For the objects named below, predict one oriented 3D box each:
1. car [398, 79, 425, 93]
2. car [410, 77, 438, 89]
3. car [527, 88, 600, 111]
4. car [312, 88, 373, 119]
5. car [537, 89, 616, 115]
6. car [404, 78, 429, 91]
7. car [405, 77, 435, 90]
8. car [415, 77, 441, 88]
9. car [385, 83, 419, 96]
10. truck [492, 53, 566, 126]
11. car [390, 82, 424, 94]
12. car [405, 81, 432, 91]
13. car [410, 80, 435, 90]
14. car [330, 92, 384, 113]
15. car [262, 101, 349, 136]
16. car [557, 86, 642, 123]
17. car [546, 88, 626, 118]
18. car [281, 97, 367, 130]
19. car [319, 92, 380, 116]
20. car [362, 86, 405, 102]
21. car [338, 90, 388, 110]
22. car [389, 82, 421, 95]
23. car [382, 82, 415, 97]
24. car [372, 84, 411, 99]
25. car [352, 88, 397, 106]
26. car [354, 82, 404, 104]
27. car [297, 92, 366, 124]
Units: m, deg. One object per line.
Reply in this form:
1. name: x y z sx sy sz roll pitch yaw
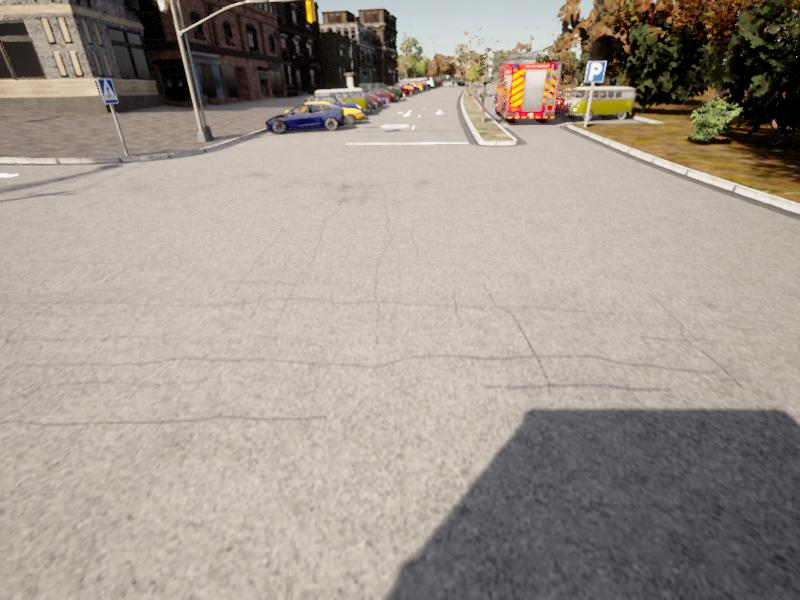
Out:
1. car: 2.014 -37.898 70.756 4.442 1.987 1.878 -6 29 -7
2. car: 5.204 -46.713 86.110 5.566 2.045 2.435 -6 30 -7
3. car: 13.826 -17.067 34.037 5.366 1.575 1.946 -7 31 -12
4. car: -4.579 -15.685 31.856 4.442 1.987 1.878 -9 30 -12
5. car: 13.868 -15.655 31.560 5.366 1.575 1.946 -7 30 -12
6. car: 3.119 -40.841 75.896 4.442 1.987 1.878 -6 29 -7
7. car: 4.091 -43.779 80.986 5.566 2.045 2.435 -6 30 -7
8. car: 6.371 -49.660 91.253 5.566 2.045 2.435 -6 29 -7
9. car: 0.316 -33.265 63.120 4.892 1.521 2.231 -7 30 -8
10. truck: 8.448 -14.601 27.587 2.891 3.827 8.468 2 30 5
11. car: 1.181 -36.194 68.246 5.366 1.575 1.946 -7 30 -8
12. car: 3.567 -42.098 78.555 5.008 1.535 2.097 -6 29 -7
13. car: 4.680 -45.033 83.680 5.008 1.535 2.097 -6 29 -7
14. car: -4.024 -18.408 37.176 4.674 1.452 2.002 -8 30 -11
15. car: -5.703 -11.000 24.173 4.792 1.488 2.163 -9 31 -12
16. car: 12.995 -12.888 26.265 4.442 1.987 1.878 -8 31 -12
17. car: 13.355 -14.275 28.896 4.553 1.767 2.185 -7 30 -12
18. car: -5.084 -12.525 26.754 5.366 1.575 1.946 -9 30 -12
19. car: -4.372 -16.956 34.552 4.892 1.521 2.231 -9 30 -11
20. car: -2.091 -25.868 50.173 5.008 1.535 2.097 -8 30 -10
21. car: -3.677 -19.896 39.786 4.674 1.452 2.002 -8 30 -11
22. car: 0.818 -34.743 65.704 5.008 1.535 2.097 -7 29 -8
23. car: -0.187 -31.897 60.472 4.553 1.767 2.185 -7 30 -8
24. car: -1.177 -28.828 55.355 5.008 1.535 2.097 -7 30 -9
25. car: -2.912 -22.864 44.988 4.674 1.452 2.002 -8 30 -10
26. car: -2.492 -24.609 47.458 5.566 2.045 2.435 -8 30 -10
27. car: -5.017 -14.087 29.263 4.553 1.767 2.185 -9 30 -12
